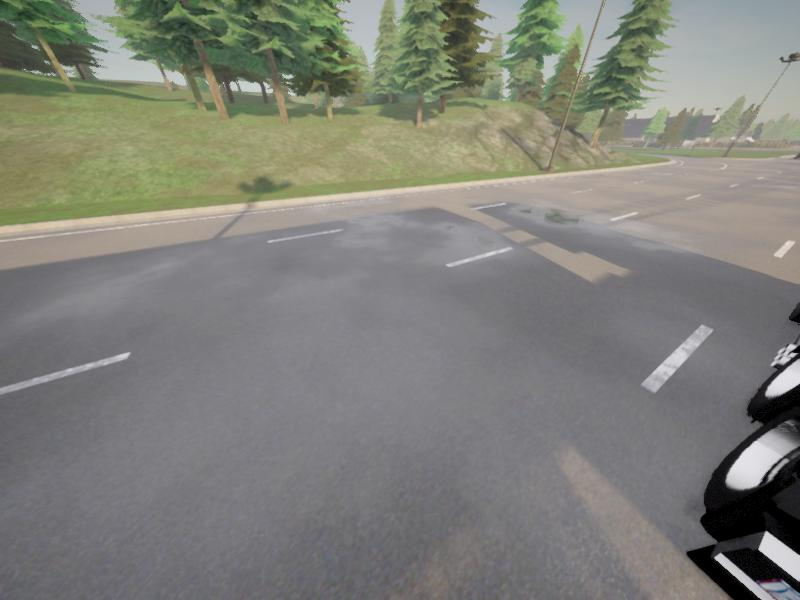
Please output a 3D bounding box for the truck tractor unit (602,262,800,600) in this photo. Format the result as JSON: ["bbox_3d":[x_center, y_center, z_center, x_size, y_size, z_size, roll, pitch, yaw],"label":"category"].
[{"bbox_3d":[5.105,-0.307,0.785,6.516,4.208,3.053,-19,39,-24],"label":"truck tractor unit"}]

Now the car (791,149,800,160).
[{"bbox_3d":[64.073,-22.839,36.072,4.902,1.511,2.128,-18,39,-24],"label":"car"}]
